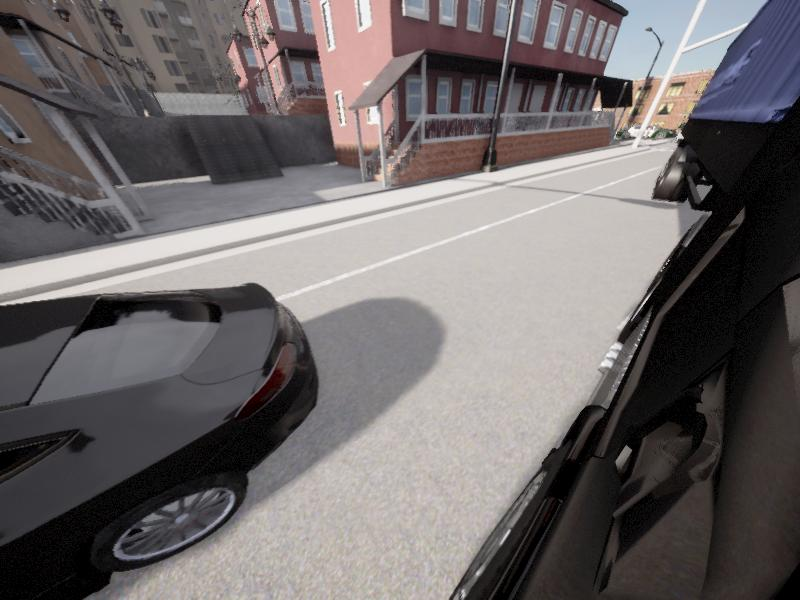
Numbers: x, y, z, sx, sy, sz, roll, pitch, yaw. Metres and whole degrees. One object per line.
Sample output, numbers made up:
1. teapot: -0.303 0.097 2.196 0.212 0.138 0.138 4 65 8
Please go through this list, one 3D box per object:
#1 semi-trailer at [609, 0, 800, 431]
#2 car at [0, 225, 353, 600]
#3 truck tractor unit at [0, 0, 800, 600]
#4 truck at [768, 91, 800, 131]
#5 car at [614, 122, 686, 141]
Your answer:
1. semi-trailer: 8.143 -3.940 4.698 2.717 4.402 14.254 28 47 33
2. car: -2.879 1.076 1.192 4.674 1.442 1.812 -24 42 -26
3. truck tractor unit: 2.645 -0.295 0.352 6.516 4.208 3.053 -28 44 -30
4. truck: 51.990 -24.334 29.709 8.468 3.827 2.891 -24 42 -26
5. car: 27.611 -18.763 25.725 2.038 1.542 4.974 -26 42 -28
